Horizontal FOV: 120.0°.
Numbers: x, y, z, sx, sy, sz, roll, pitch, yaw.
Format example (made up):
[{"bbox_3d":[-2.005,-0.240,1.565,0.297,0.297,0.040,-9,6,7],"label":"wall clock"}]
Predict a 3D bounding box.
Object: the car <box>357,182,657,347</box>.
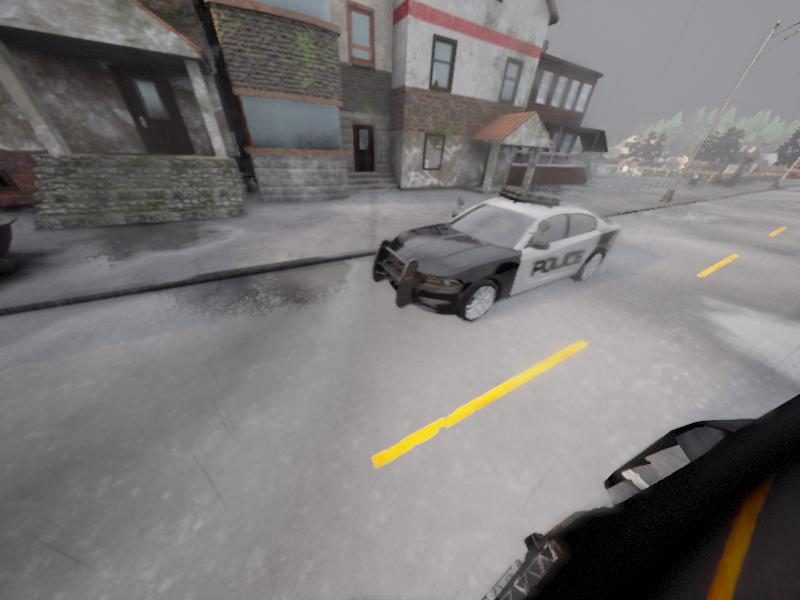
[{"bbox_3d":[2.062,-1.161,4.405,5.238,1.638,1.930,-15,38,-25],"label":"car"}]
